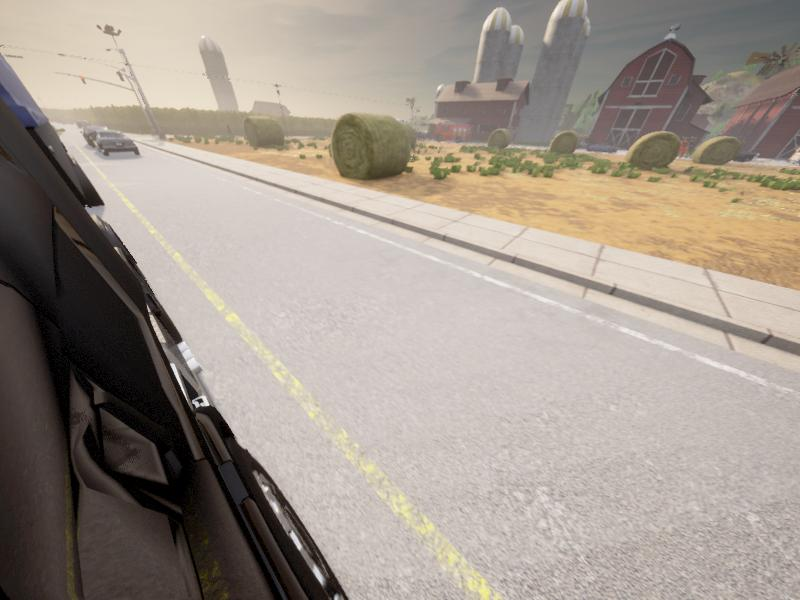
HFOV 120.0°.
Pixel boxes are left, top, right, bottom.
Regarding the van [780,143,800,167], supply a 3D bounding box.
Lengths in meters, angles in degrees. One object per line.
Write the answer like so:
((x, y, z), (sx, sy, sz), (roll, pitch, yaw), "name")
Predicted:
((52.667, -17.266, 27.908), (6.366, 2.431, 2.351), (25, 42, 27), "van")

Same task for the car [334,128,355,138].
((-13.302, -40.148, 55.600), (2.097, 1.767, 4.553), (25, 42, 28), "car")

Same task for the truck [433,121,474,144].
((12.294, -39.144, 53.951), (8.468, 3.827, 2.891), (25, 42, 27), "truck")

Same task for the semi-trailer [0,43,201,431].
((-8.700, -3.575, 4.265), (14.254, 4.402, 2.717), (28, 43, 30), "semi-trailer")

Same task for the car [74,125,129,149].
((-26.094, -14.271, 20.177), (4.792, 1.488, 2.163), (28, 43, 30), "car")

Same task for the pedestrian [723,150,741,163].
((40.985, -17.733, 28.526), (0.751, 1.300, 0.751), (-24, 44, -31), "pedestrian")

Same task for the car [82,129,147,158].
((-20.454, -11.258, 16.507), (5.357, 1.411, 2.033), (28, 43, 30), "car")

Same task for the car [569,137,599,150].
((35.866, -30.624, 45.155), (3.866, 1.878, 1.905), (-4, 43, -5), "car")

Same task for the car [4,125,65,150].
((-28.659, -12.877, 18.246), (4.181, 1.385, 1.994), (28, 44, 30), "car")

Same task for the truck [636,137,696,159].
((40.056, -23.129, 35.063), (5.204, 2.467, 2.627), (25, 42, 27), "truck")

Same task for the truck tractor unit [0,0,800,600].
((-2.645, -0.295, 0.351), (6.516, 4.208, 3.053), (28, 44, 30), "truck tractor unit")

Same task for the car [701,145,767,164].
((45.879, -20.190, 31.929), (4.605, 1.855, 1.932), (25, 42, 27), "car")

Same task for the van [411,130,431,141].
((5.212, -41.698, 58.490), (4.480, 2.038, 2.069), (25, 42, 28), "van")

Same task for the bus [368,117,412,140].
((-2.497, -43.455, 58.573), (10.273, 4.253, 3.944), (7, 37, 6), "bus")

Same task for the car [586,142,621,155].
((34.090, -25.451, 38.752), (4.181, 1.385, 1.994), (25, 43, 28), "car")
